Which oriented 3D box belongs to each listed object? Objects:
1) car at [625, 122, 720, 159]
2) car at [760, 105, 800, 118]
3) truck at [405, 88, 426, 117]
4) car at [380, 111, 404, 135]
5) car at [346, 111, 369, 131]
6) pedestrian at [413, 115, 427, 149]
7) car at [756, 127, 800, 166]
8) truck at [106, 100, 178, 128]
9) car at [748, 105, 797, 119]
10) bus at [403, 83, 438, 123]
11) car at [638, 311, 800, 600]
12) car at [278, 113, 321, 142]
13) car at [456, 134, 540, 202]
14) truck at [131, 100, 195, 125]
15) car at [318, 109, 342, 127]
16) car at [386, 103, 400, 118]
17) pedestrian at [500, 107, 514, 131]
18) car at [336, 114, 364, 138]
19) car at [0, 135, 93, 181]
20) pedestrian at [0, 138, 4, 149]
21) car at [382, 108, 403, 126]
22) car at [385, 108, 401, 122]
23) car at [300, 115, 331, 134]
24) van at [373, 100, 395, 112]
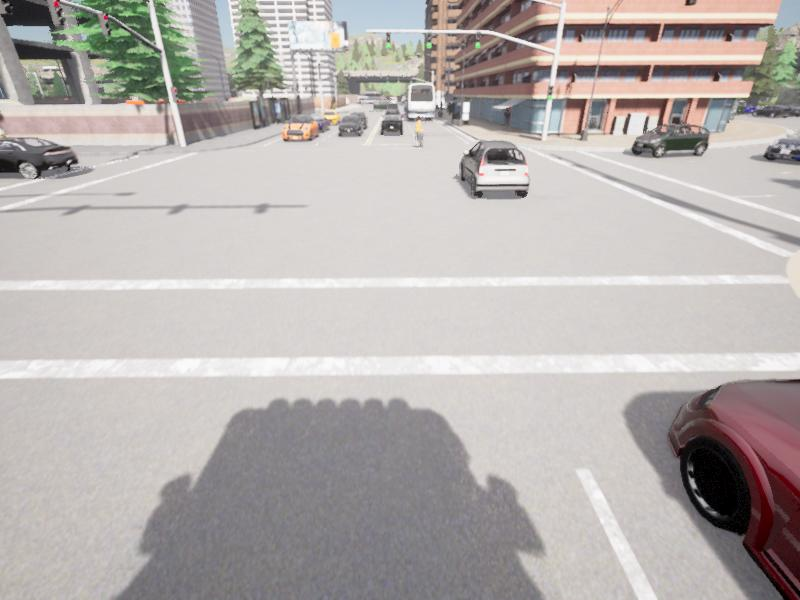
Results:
[{"bbox_3d":[14.261,-8.421,21.066,3.705,1.549,1.789,-6,28,-12],"label":"car"},{"bbox_3d":[53.077,-26.025,55.108,2.033,1.411,5.357,0,27,0],"label":"car"},{"bbox_3d":[2.390,-31.479,63.736,2.891,3.827,8.468,-1,27,-1],"label":"truck"},{"bbox_3d":[-0.685,-15.698,35.424,1.930,1.638,5.238,0,27,0],"label":"car"},{"bbox_3d":[-4.212,-18.016,40.139,1.837,1.490,4.892,-1,27,-1],"label":"car"},{"bbox_3d":[1.224,-10.403,24.755,0.751,1.860,0.751,-1,27,-1],"label":"pedestrian"},{"bbox_3d":[19.628,-7.407,19.117,3.806,1.475,1.970,-10,29,-19],"label":"car"},{"bbox_3d":[-26.532,-19.235,41.331,5.204,2.467,2.615,-1,27,-1],"label":"truck"},{"bbox_3d":[49.585,-25.162,53.360,1.837,1.490,4.892,0,27,0],"label":"car"},{"bbox_3d":[2.444,-26.038,52.681,3.944,4.253,10.273,-1,27,-1],"label":"bus"},{"bbox_3d":[3.424,1.663,1.857,1.994,1.385,4.181,-1,27,-1],"label":"car"},{"bbox_3d":[-7.555,-13.225,30.513,2.097,1.767,4.553,-1,27,-1],"label":"car"},{"bbox_3d":[3.217,-4.758,14.063,1.851,1.617,3.988,-1,27,-1],"label":"car"},{"bbox_3d":[-26.602,-21.203,45.166,5.204,2.467,2.615,-1,27,-1],"label":"truck"},{"bbox_3d":[-7.790,-20.449,44.869,1.882,1.535,5.008,-1,27,-1],"label":"car"},{"bbox_3d":[-1.046,-28.583,60.256,1.905,1.878,3.866,-1,27,-1],"label":"car"},{"bbox_3d":[9.263,-15.648,34.596,0.751,1.860,0.751,-2,27,-4],"label":"pedestrian"},{"bbox_3d":[-4.104,-14.725,33.726,1.837,1.490,4.892,-1,27,-1],"label":"car"},{"bbox_3d":[-16.108,-5.898,16.518,4.902,1.511,2.128,0,27,2],"label":"car"},{"bbox_3d":[-24.446,-9.873,23.580,0.751,1.860,0.751,3,27,7],"label":"pedestrian"},{"bbox_3d":[-0.792,-20.522,44.787,2.242,1.667,4.611,-1,27,-1],"label":"car"},{"bbox_3d":[-0.898,-23.866,51.611,2.033,1.411,5.357,-1,27,-1],"label":"car"},{"bbox_3d":[-7.657,-16.201,36.856,1.895,1.301,4.718,-1,27,-1],"label":"car"},{"bbox_3d":[-3.253,-39.695,81.822,4.442,1.987,1.775,0,27,0],"label":"van"}]
